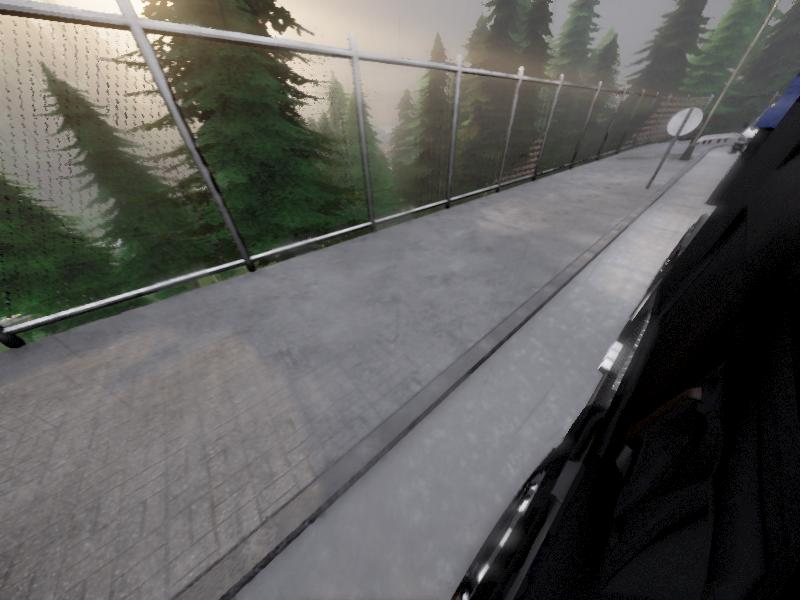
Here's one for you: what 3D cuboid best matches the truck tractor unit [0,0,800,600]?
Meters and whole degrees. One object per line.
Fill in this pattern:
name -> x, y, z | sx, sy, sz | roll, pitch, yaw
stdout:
truck tractor unit -> 2.645, -0.295, 0.351 | 6.516, 4.208, 3.053 | -28, 44, -30

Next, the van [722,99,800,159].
van -> 22.547, -10.273, 13.828 | 5.915, 2.561, 1.988 | -23, 41, -25

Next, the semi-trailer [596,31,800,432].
semi-trailer -> 8.782, -3.546, 4.145 | 14.254, 4.402, 2.717 | -27, 43, -29
